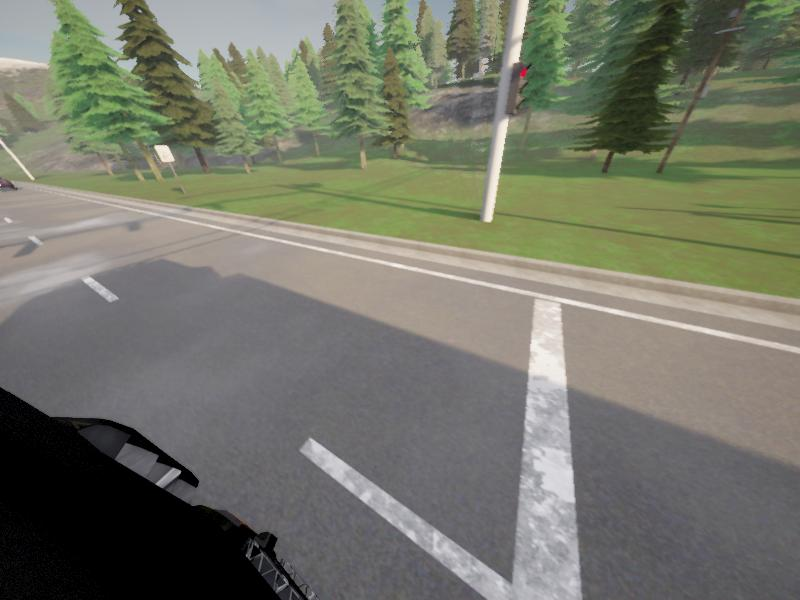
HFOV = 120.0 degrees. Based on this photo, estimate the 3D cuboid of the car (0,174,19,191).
[{"bbox_3d":[-42.966,-12.473,24.536,4.193,1.474,1.816,16,38,26],"label":"car"}]
